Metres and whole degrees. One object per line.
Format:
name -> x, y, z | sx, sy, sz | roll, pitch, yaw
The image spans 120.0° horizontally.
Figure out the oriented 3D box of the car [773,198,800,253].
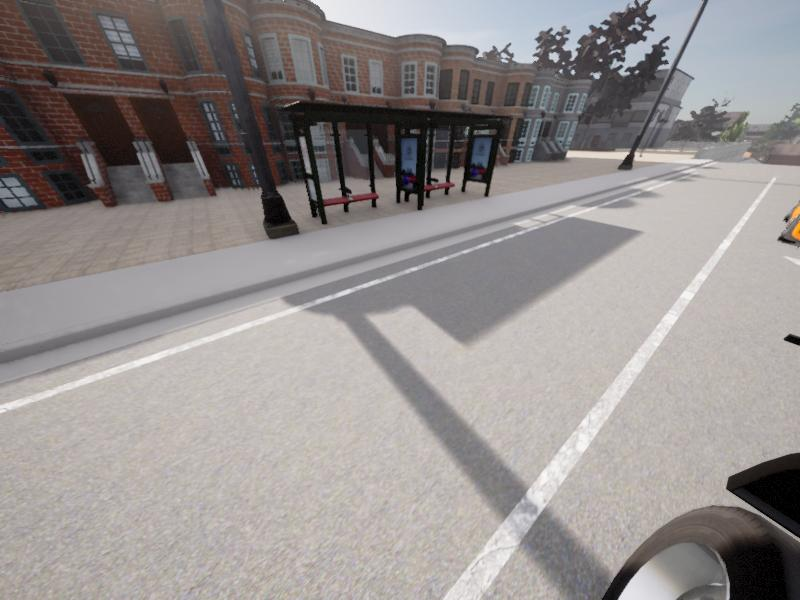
car -> 11.580, -2.253, 5.492 | 4.553, 1.767, 2.097 | -22, 41, -28
